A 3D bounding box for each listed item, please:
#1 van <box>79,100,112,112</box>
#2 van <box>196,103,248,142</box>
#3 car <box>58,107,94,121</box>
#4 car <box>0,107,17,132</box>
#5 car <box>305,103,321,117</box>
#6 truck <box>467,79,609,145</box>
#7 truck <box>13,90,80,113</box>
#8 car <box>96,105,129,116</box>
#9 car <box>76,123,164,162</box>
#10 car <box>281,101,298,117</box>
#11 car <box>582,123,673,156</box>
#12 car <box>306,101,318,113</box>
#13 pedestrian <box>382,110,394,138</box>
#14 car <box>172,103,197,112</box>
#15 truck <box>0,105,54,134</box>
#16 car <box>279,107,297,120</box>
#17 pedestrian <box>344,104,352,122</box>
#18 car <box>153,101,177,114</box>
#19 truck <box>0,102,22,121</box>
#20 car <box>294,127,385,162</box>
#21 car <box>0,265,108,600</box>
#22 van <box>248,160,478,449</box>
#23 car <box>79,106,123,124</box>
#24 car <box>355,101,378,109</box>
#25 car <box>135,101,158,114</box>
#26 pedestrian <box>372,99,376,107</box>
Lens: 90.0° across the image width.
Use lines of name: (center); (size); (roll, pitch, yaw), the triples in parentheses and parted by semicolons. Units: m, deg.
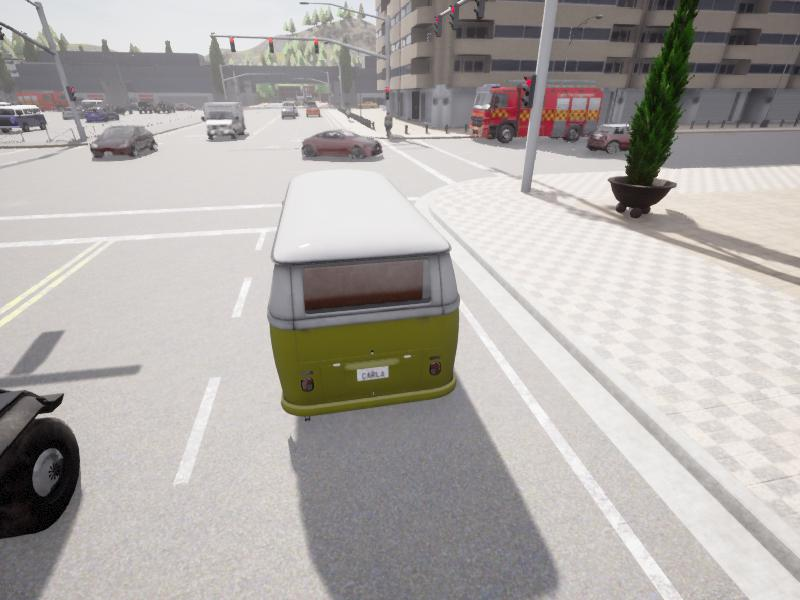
van: (-61.557, -39.255, 80.855); (4.480, 2.038, 2.069); (-5, 28, -9)
van: (-13.555, -13.878, 30.968); (2.351, 2.431, 6.366); (-6, 28, -11)
car: (-42.051, -24.269, 52.030); (1.970, 1.475, 3.806); (-5, 28, -10)
car: (-35.166, -15.069, 33.590); (1.932, 1.855, 4.605); (-5, 28, -10)
car: (-13.290, -28.989, 61.072); (2.097, 1.767, 4.553); (-5, 28, -10)
truck: (9.341, -13.069, 27.714); (8.468, 3.827, 2.891); (-5, 28, -10)
truck: (-67.354, -37.969, 76.398); (8.468, 3.827, 2.891); (-5, 28, -9)
car: (-44.204, -29.217, 61.645); (2.033, 1.415, 5.357); (-5, 28, -10)
car: (-15.123, -8.769, 22.007); (2.163, 1.488, 4.792); (-5, 28, -10)
car: (-17.253, -30.005, 62.781); (2.150, 2.045, 5.566); (-5, 28, -10)
car: (12.711, -9.091, 22.538); (3.806, 1.475, 1.970); (-5, 28, -10)
car: (-16.079, -35.341, 73.345); (1.905, 1.878, 3.866); (-5, 28, -10)
pedestrian: (-0.874, -12.817, 29.118); (0.751, 1.860, 0.751); (-3, 27, -6)
car: (-43.399, -38.796, 80.635); (3.806, 1.475, 1.970); (-5, 28, -10)
truck: (-32.340, -15.444, 34.107); (2.069, 2.038, 4.478); (-5, 28, -10)
car: (-15.729, -26.322, 56.319); (2.033, 1.411, 5.357); (-6, 28, -11)
pedestrian: (-6.112, -22.032, 47.061); (0.751, 1.860, 0.751); (-5, 28, -10)
car: (-39.943, -32.793, 68.078); (1.932, 1.855, 4.605); (-5, 28, -10)
truck: (-50.559, -23.777, 50.349); (2.069, 2.038, 4.478); (-5, 28, -10)
car: (-3.094, -8.186, 20.979); (4.181, 1.385, 1.994); (7, 28, 14)
car: (-3.362, 1.529, 1.573); (1.905, 1.878, 3.866); (-5, 28, -10)
van: (-0.682, -0.529, 5.468); (1.775, 1.987, 4.442); (-5, 28, -10)
car: (-35.281, -21.952, 47.352); (2.242, 1.667, 4.611); (-5, 28, -10)
car: (-8.016, -47.067, 96.501); (5.366, 1.575, 1.801); (-5, 28, -10)
car: (-42.793, -32.555, 67.627); (1.905, 1.878, 3.866); (-5, 28, -10)
pedestrian: (-6.590, -50.406, 102.260); (0.751, 1.860, 0.751); (-9, 28, -16)
